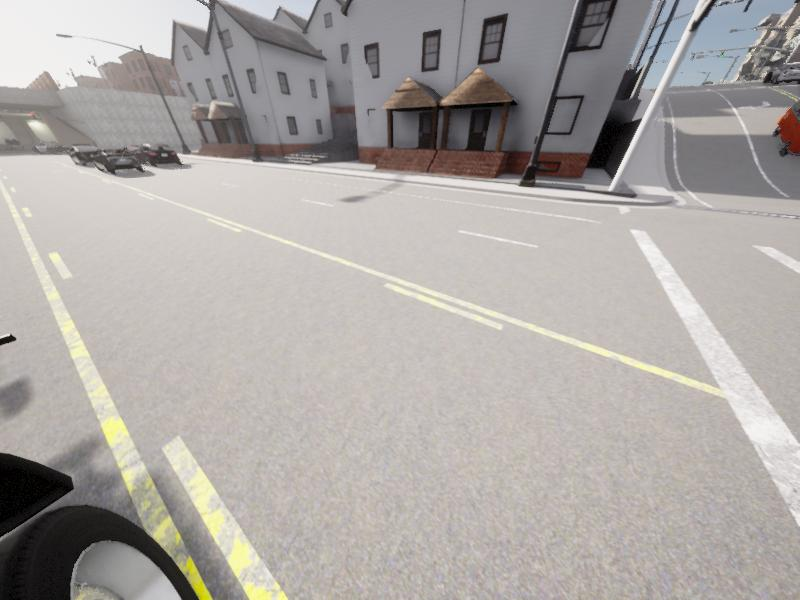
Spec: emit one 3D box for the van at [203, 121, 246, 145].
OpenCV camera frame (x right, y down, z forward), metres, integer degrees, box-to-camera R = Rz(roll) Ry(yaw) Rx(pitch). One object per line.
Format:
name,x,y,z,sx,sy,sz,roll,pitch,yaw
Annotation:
van,-33.452,-32.024,44.242,1.988,2.561,5.915,21,51,27

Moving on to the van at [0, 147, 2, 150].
van,-75.463,-28.636,42.246,4.442,1.987,1.775,20,40,26

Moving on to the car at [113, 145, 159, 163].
car,-28.090,-15.578,24.551,4.674,1.442,1.812,20,40,26

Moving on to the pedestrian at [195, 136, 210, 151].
pedestrian,-28.900,-22.951,33.862,0.751,1.860,0.751,10,36,13

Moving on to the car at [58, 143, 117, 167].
car,-29.072,-13.534,21.472,5.238,1.638,1.930,20,40,26

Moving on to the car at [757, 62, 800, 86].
car,36.789,-21.477,21.903,1.970,1.475,3.806,22,49,27

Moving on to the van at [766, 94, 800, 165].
van,23.243,-9.647,12.881,1.775,1.987,4.442,21,61,26

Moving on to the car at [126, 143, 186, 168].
car,-22.441,-13.377,21.271,4.611,1.667,2.242,21,40,27

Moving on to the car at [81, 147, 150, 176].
car,-21.090,-10.358,17.124,4.514,1.525,2.007,21,40,27

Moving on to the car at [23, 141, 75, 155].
car,-50.964,-22.121,33.583,4.974,1.542,2.038,8,35,11
